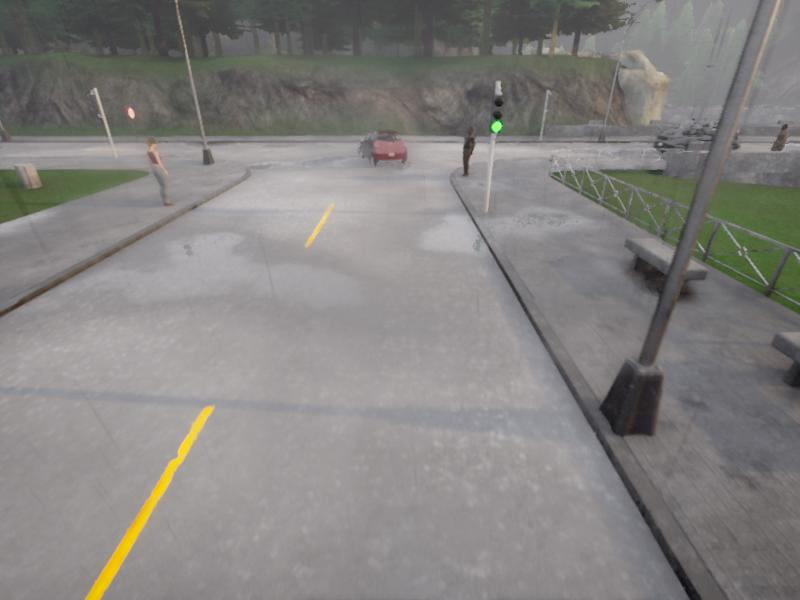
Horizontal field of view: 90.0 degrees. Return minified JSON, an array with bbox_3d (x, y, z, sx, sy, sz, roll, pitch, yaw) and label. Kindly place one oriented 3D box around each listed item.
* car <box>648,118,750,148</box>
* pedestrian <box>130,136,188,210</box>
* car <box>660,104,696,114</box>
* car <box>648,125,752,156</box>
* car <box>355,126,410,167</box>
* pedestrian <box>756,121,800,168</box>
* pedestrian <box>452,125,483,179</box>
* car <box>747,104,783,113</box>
[{"bbox_3d":[19.414,-10.968,26.205,4.611,1.667,2.242,0,27,0],"label":"car"},{"bbox_3d":[-6.797,-3.611,11.346,0.751,1.860,0.751,17,32,30],"label":"pedestrian"},{"bbox_3d":[51.356,-35.306,73.893,4.792,1.488,2.163,0,27,0],"label":"car"},{"bbox_3d":[16.838,-9.040,22.659,4.193,1.474,1.816,0,27,0],"label":"car"},{"bbox_3d":[-0.955,-7.796,20.149,1.845,1.501,3.633,-8,28,-16],"label":"car"},{"bbox_3d":[16.838,-6.896,17.758,0.751,1.860,0.751,0,27,0],"label":"pedestrian"},{"bbox_3d":[2.593,-5.728,15.457,0.751,1.860,0.751,-14,30,-26],"label":"pedestrian"},{"bbox_3d":[70.712,-37.145,77.475,4.892,1.490,1.837,0,27,0],"label":"car"}]
